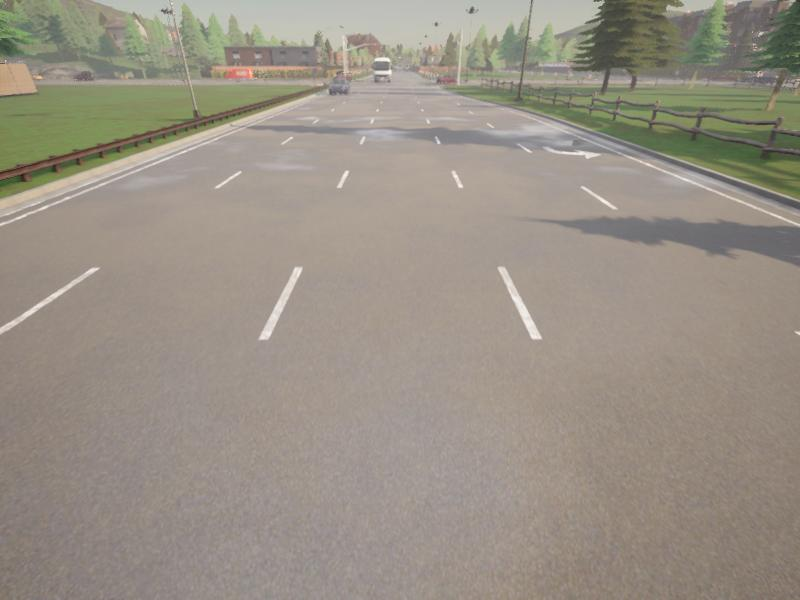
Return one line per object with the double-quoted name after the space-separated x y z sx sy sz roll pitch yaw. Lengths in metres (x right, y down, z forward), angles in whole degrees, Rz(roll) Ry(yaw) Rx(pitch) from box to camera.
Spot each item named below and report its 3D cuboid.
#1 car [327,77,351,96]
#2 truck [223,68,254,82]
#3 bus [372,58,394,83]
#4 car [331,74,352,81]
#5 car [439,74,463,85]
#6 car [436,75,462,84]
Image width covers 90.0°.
-6.984 -24.805 46.477 2.097 1.767 4.553 0 30 0 "car"
-33.463 -46.663 83.059 5.204 2.467 2.627 0 30 0 "truck"
-3.358 -46.680 81.347 3.944 4.253 10.273 0 30 0 "bus"
-13.055 -49.914 89.696 4.181 1.385 1.994 -11 32 -18 "car"
9.306 -40.237 72.974 3.988 1.617 1.851 0 30 1 "car"
9.286 -41.954 76.025 4.792 1.488 2.163 0 30 1 "car"
